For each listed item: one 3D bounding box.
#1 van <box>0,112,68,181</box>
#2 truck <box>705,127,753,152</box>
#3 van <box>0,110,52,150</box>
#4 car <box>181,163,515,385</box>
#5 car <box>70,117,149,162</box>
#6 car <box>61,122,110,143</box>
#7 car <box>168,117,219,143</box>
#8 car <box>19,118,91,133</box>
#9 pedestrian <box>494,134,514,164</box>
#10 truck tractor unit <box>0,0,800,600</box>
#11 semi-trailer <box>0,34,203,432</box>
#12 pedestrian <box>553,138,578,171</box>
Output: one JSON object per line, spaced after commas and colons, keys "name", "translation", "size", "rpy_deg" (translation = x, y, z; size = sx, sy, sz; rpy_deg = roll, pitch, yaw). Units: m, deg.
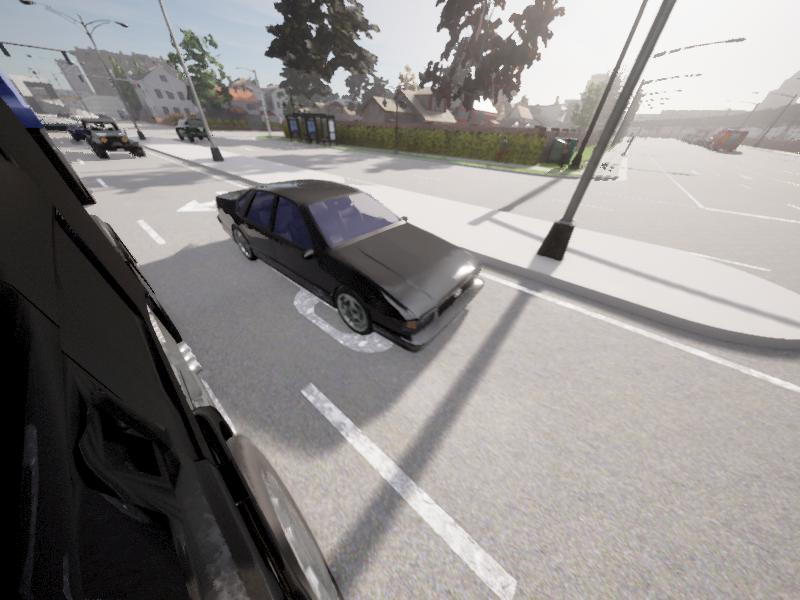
{"name": "van", "translation": [-15.999, -6.312, 9.340], "size": [4.480, 2.038, 2.069], "rpy_deg": [27, 43, 29]}
{"name": "truck", "translation": [67.128, -32.979, 47.423], "size": [2.891, 3.827, 8.468], "rpy_deg": [27, 45, 29]}
{"name": "van", "translation": [-26.636, -11.791, 15.930], "size": [4.480, 2.038, 2.069], "rpy_deg": [27, 43, 29]}
{"name": "car", "translation": [-1.298, -1.181, 3.984], "size": [5.357, 1.411, 2.033], "rpy_deg": [27, 43, 29]}
{"name": "car", "translation": [-17.216, -9.578, 13.719], "size": [3.866, 1.878, 1.905], "rpy_deg": [27, 43, 29]}
{"name": "car", "translation": [-28.429, -15.105, 20.850], "size": [4.718, 1.301, 1.895], "rpy_deg": [27, 43, 29]}
{"name": "car", "translation": [-22.585, -18.567, 25.223], "size": [5.566, 2.045, 2.150], "rpy_deg": [27, 43, 29]}
{"name": "car", "translation": [-41.266, -20.951, 27.803], "size": [1.895, 1.301, 4.718], "rpy_deg": [28, 44, 29]}
{"name": "pedestrian", "translation": [7.962, -11.578, 17.768], "size": [0.751, 1.860, 0.751], "rpy_deg": [26, 42, 27]}
{"name": "truck tractor unit", "translation": [-2.645, -0.295, 0.351], "size": [6.516, 4.208, 3.053], "rpy_deg": [28, 44, 30]}
{"name": "semi-trailer", "translation": [-8.765, -3.565, 4.151], "size": [14.254, 4.402, 2.717], "rpy_deg": [27, 43, 29]}
{"name": "pedestrian", "translation": [11.462, -10.125, 16.060], "size": [0.751, 1.860, 0.751], "rpy_deg": [22, 41, 24]}
